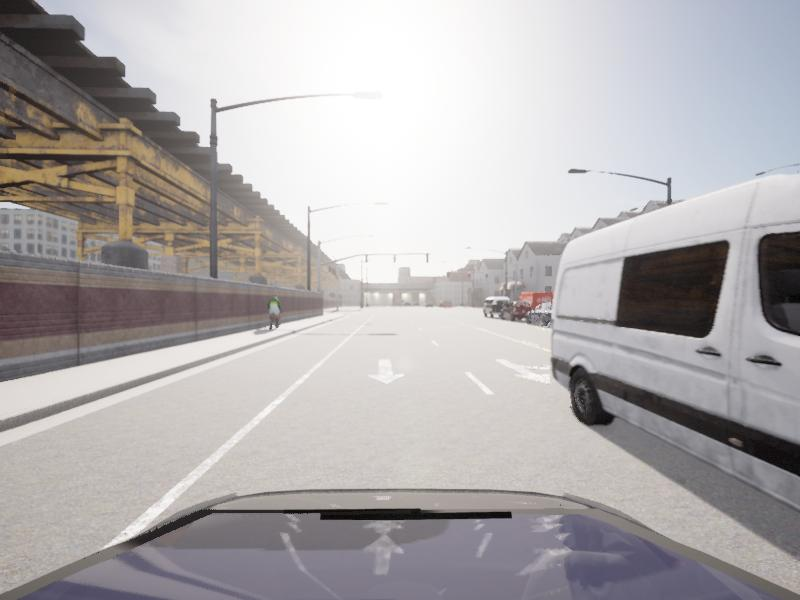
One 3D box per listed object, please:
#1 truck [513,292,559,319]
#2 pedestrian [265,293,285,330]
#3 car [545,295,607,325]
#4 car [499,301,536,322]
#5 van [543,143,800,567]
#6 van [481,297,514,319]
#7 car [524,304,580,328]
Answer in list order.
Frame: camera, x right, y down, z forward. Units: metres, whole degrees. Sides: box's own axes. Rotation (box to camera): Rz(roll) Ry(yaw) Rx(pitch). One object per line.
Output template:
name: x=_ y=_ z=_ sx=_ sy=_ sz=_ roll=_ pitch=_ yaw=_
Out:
truck: x=12.862 y=0.499 z=38.266 sx=2.627 sy=2.467 sz=5.204 roll=0 pitch=0 yaw=0
pedestrian: x=-6.405 y=0.566 z=20.483 sx=0.751 sy=1.860 sz=0.751 roll=0 pitch=0 yaw=2
car: x=13.168 y=0.681 z=30.406 sx=2.150 sy=2.045 sz=5.566 roll=0 pitch=0 yaw=-1
car: x=9.620 y=0.912 z=33.093 sx=1.851 sy=1.617 sz=3.988 roll=0 pitch=0 yaw=-2
van: x=3.381 y=0.338 z=3.516 sx=1.988 sy=2.561 sz=5.915 roll=0 pitch=0 yaw=-1
van: x=9.459 y=0.718 z=39.233 sx=2.069 sy=2.038 sz=4.480 roll=0 pitch=0 yaw=-2
car: x=9.787 y=0.968 z=26.233 sx=1.812 sy=1.442 sz=4.674 roll=0 pitch=0 yaw=-1
